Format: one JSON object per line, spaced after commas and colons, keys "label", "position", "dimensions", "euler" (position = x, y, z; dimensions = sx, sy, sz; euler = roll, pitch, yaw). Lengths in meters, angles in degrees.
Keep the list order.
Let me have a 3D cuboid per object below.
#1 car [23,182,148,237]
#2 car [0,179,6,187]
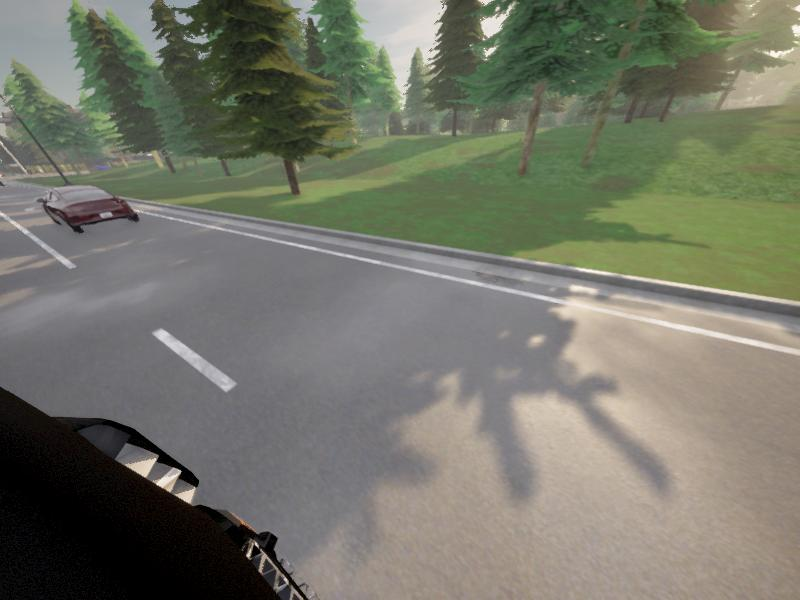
{"label": "car", "position": [-12.752, -3.823, 9.373], "dimensions": [4.674, 1.442, 1.812], "euler": [16, 38, 26]}
{"label": "car", "position": [-56.077, -16.282, 31.276], "dimensions": [5.238, 1.638, 1.930], "euler": [16, 38, 26]}
